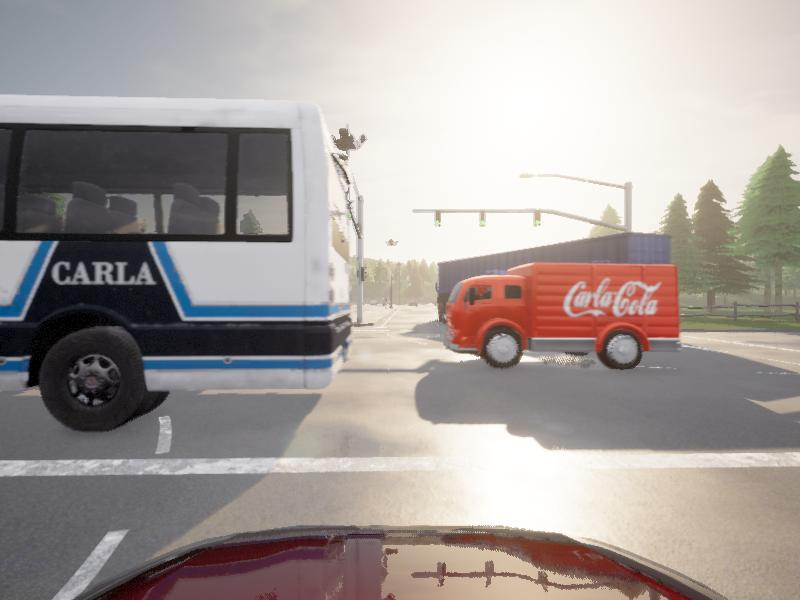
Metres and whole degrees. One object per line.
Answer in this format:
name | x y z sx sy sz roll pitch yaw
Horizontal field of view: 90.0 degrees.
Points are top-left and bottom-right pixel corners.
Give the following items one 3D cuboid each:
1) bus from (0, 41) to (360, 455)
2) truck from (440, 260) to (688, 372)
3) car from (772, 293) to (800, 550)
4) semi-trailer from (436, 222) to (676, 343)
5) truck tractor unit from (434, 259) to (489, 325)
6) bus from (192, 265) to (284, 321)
bus | -5.877 -0.534 6.016 10.273 4.253 3.944 0 0 -2
truck | 3.787 0.361 10.180 5.204 2.467 2.627 0 0 -1
car | 3.588 0.781 0.228 2.152 1.651 5.027 0 0 1
semi-trailer | 6.649 -0.632 21.622 2.717 4.402 14.254 -1 0 -24
truck tractor unit | 4.241 -0.525 29.027 3.053 4.208 6.516 0 0 0
bus | -13.973 -0.536 36.036 3.944 4.253 10.273 0 0 1
